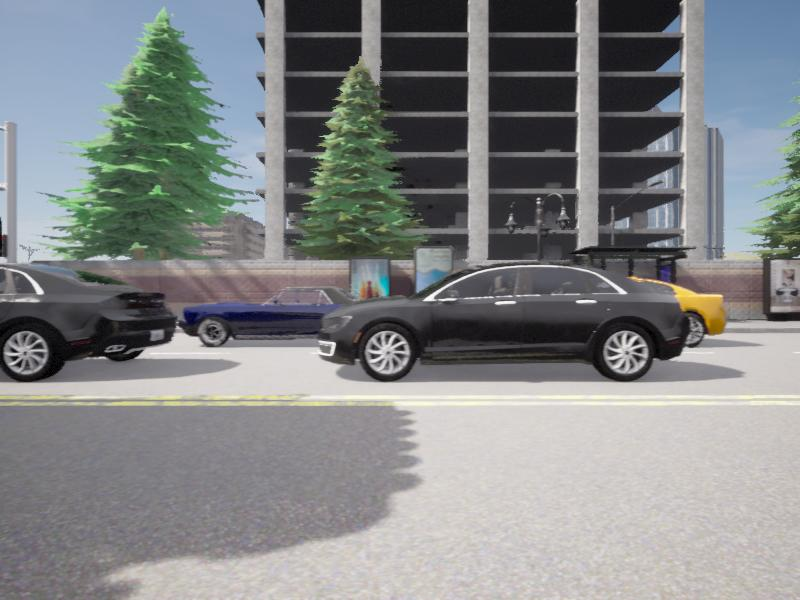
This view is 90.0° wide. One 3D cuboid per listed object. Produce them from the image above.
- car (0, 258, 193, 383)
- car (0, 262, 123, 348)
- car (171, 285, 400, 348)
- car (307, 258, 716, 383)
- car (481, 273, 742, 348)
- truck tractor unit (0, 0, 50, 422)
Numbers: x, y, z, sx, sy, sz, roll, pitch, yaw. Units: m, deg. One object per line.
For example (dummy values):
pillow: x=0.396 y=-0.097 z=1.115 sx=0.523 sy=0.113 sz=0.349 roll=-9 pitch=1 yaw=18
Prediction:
car: x=-5.875 y=0.250 z=5.698 sx=4.892 sy=1.490 sz=1.837 roll=0 pitch=0 yaw=0
car: x=-9.367 y=0.103 z=9.201 sx=4.553 sy=1.767 sz=2.097 roll=0 pitch=0 yaw=0
car: x=-2.364 y=0.347 z=9.201 sx=4.718 sy=1.301 sz=1.895 roll=0 pitch=0 yaw=0
car: x=1.335 y=0.244 z=5.700 sx=4.892 sy=1.490 sz=1.837 roll=0 pitch=0 yaw=0
car: x=4.567 y=0.220 z=9.199 sx=5.008 sy=1.535 sz=1.882 roll=0 pitch=0 yaw=0
truck tractor unit: x=-6.525 y=-1.104 z=2.202 sx=6.516 sy=4.208 sz=3.053 roll=0 pitch=0 yaw=0
